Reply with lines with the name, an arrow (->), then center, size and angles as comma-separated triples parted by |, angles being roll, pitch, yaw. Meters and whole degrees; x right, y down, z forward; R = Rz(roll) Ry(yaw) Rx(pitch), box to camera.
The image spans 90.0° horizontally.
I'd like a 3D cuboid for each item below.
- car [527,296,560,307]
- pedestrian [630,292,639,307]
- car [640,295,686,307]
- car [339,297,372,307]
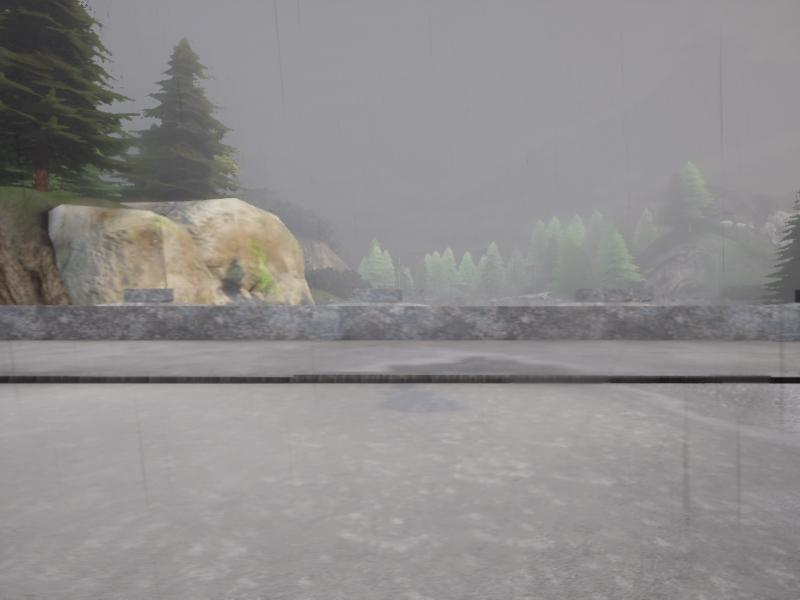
car -> 20.171, 0.190, 56.222 | 3.988, 1.617, 1.851 | 0, 0, 0
pedestrian -> 29.897, -0.064, 50.962 | 0.751, 1.860, 0.751 | 0, 0, 0
car -> 36.883, 0.174, 56.240 | 5.238, 1.638, 1.930 | 0, 0, 0
car -> -6.663, 0.251, 60.201 | 4.792, 1.488, 2.163 | 0, 0, 0
